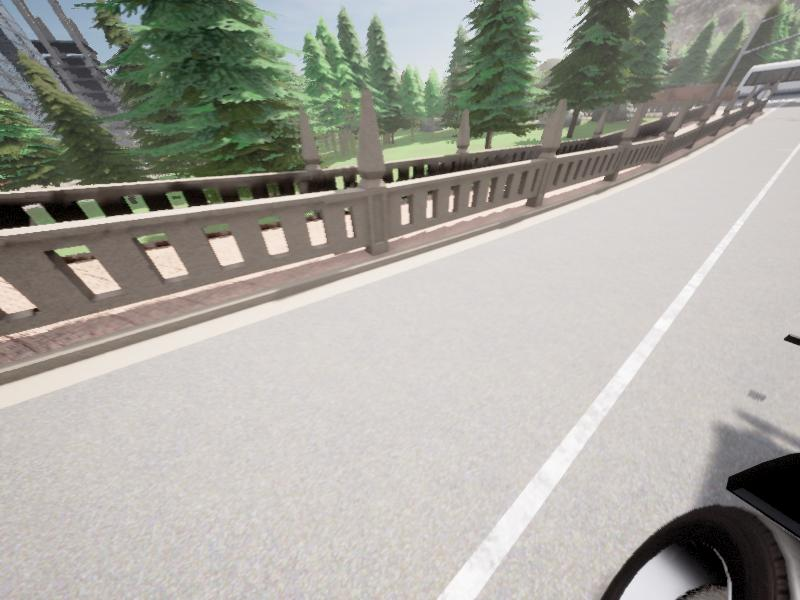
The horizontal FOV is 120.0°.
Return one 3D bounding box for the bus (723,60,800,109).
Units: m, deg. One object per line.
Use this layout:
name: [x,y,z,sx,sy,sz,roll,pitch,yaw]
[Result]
bus: [50.122,-27.295,28.863,3.944,4.253,10.273,-31,44,-27]
